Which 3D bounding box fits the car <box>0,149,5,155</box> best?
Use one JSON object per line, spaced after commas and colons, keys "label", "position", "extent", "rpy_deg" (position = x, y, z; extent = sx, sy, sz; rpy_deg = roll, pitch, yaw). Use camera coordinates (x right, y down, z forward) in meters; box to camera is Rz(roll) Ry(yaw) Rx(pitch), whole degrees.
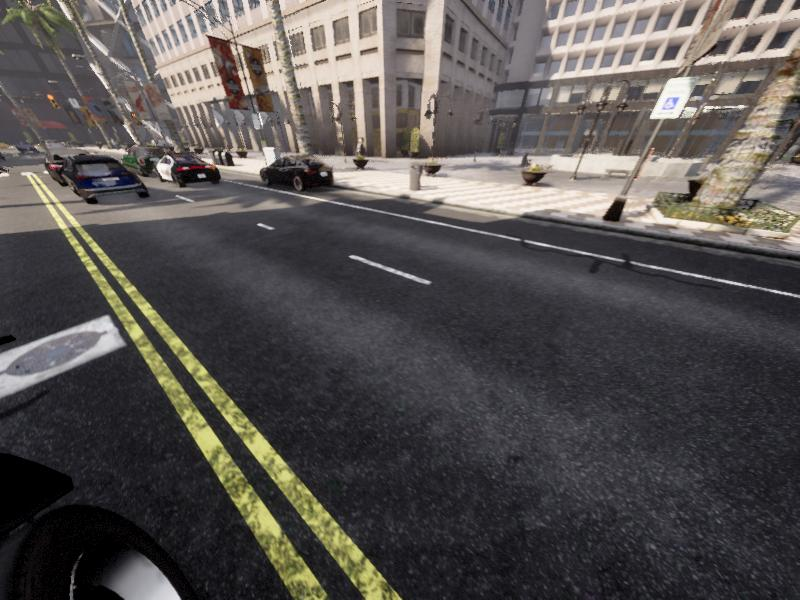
{"label": "car", "position": [-57.116, -20.886, 31.870], "extent": [3.806, 1.475, 1.970], "rpy_deg": [20, 40, 26]}

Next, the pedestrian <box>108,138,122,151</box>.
{"label": "pedestrian", "position": [-48.013, -26.212, 38.938], "extent": [0.751, 1.860, 0.751], "rpy_deg": [-28, 44, -34]}

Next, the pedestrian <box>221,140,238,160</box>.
{"label": "pedestrian", "position": [-19.173, -16.893, 25.945], "extent": [0.751, 1.860, 0.751], "rpy_deg": [23, 41, 28]}

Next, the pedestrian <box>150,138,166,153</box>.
{"label": "pedestrian", "position": [-38.200, -24.432, 36.505], "extent": [0.751, 1.860, 0.751], "rpy_deg": [2, 35, 2]}

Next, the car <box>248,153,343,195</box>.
{"label": "car", "position": [-5.676, -6.981, 12.575], "extent": [4.792, 1.488, 2.163], "rpy_deg": [22, 40, 28]}

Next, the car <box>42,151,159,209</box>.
{"label": "car", "position": [-13.131, -5.414, 10.122], "extent": [4.856, 1.649, 2.033], "rpy_deg": [23, 41, 28]}

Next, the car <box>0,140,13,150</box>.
{"label": "car", "position": [-78.384, -29.671, 44.095], "extent": [5.366, 1.575, 1.801], "rpy_deg": [2, 35, 2]}

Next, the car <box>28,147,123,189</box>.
{"label": "car", "position": [-18.702, -7.731, 13.333], "extent": [4.611, 1.667, 2.242], "rpy_deg": [22, 41, 28]}

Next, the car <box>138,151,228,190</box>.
{"label": "car", "position": [-12.527, -7.588, 13.318], "extent": [4.974, 1.542, 2.038], "rpy_deg": [22, 41, 28]}

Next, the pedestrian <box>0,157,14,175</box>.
{"label": "pedestrian", "position": [-27.884, -9.646, 15.759], "extent": [0.751, 1.860, 0.751], "rpy_deg": [22, 40, 28]}

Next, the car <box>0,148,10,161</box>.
{"label": "car", "position": [-45.099, -16.076, 25.128], "extent": [4.792, 1.488, 2.163], "rpy_deg": [22, 41, 28]}

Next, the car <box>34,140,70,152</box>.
{"label": "car", "position": [-61.275, -27.209, 40.688], "extent": [4.611, 1.667, 2.242], "rpy_deg": [17, 38, 22]}

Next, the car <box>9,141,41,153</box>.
{"label": "car", "position": [-59.339, -24.200, 36.533], "extent": [3.633, 1.501, 1.845], "rpy_deg": [20, 39, 26]}

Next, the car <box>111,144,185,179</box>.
{"label": "car", "position": [-17.638, -9.804, 16.199], "extent": [4.553, 1.767, 2.097], "rpy_deg": [22, 41, 28]}
